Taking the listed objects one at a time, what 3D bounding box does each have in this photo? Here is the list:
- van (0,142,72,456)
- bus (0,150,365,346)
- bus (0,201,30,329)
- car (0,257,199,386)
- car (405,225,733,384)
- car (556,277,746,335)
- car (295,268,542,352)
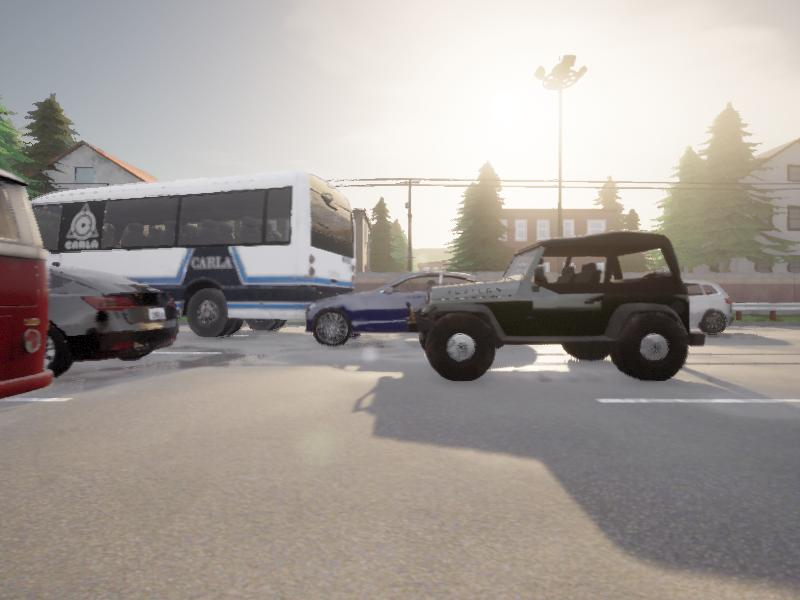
[{"bbox_3d":[-4.750,-0.010,2.196,4.442,1.987,1.775,0,0,0],"label":"van"},{"bbox_3d":[-6.578,-1.143,11.866,10.273,4.253,3.944,0,0,15],"label":"bus"},{"bbox_3d":[-18.436,-1.166,12.286,10.273,4.253,3.944,0,0,-2],"label":"bus"},{"bbox_3d":[-5.800,0.241,5.696,4.792,1.488,2.163,0,0,0],"label":"car"},{"bbox_3d":[2.022,0.050,5.702,3.866,1.878,1.905,0,0,0],"label":"car"},{"bbox_3d":[7.706,0.170,12.702,4.611,1.667,2.242,0,0,0],"label":"car"},{"bbox_3d":[0.405,0.183,9.236,5.027,1.651,2.152,0,0,4],"label":"car"}]
